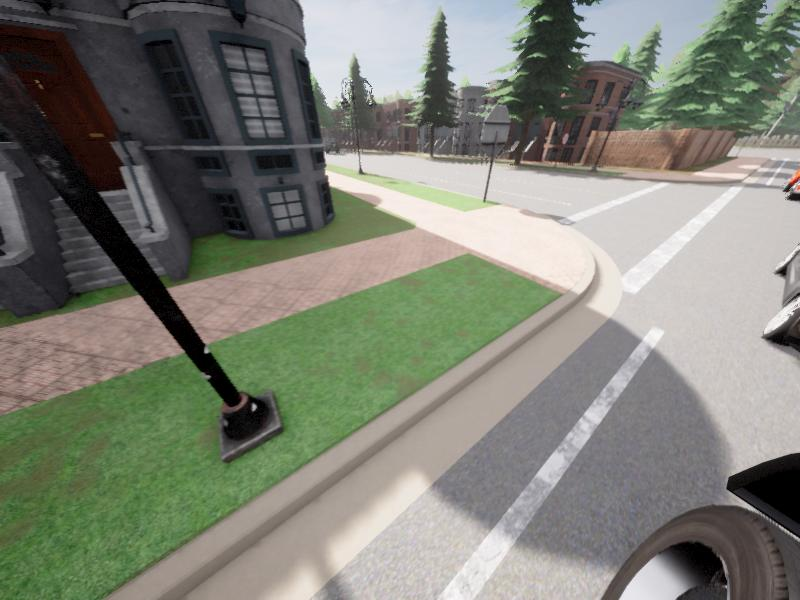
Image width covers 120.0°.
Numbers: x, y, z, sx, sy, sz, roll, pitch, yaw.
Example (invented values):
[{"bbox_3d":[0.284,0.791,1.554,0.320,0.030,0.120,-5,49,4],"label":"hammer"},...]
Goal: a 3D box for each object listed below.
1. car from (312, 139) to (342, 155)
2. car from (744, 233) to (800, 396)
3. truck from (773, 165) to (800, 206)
[{"bbox_3d":[-12.018,-25.232,37.922,2.150,2.045,5.566,-26,43,-32],"label":"car"},{"bbox_3d":[6.695,-0.255,2.782,5.238,1.638,1.930,-22,41,-28],"label":"car"},{"bbox_3d":[17.878,-5.163,8.912,5.204,2.467,2.627,-22,41,-28],"label":"truck"}]
